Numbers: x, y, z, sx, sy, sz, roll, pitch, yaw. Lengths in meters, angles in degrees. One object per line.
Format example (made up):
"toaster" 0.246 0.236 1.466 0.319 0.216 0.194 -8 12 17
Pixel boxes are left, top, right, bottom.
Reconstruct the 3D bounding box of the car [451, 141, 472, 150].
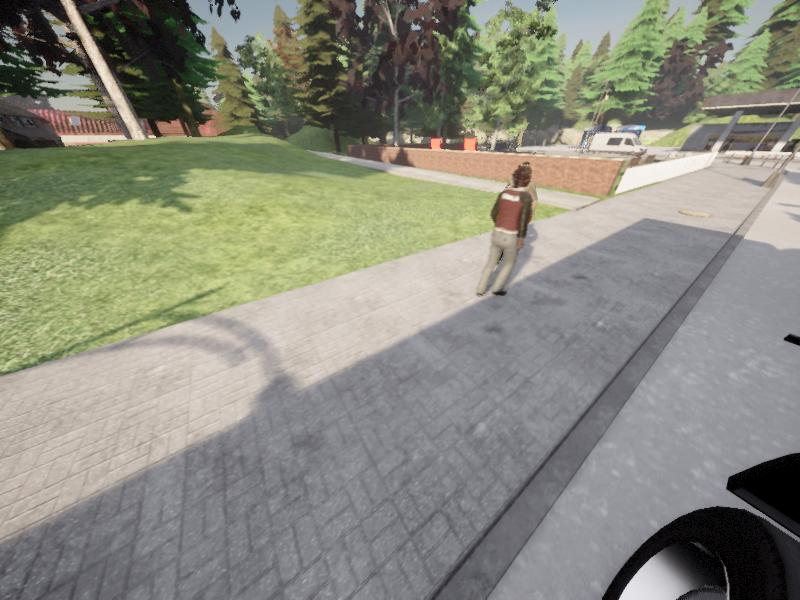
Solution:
"car" 13.580 -34.370 51.267 1.816 1.474 4.193 -21 40 -27

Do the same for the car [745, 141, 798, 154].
"car" 52.896 -21.792 32.980 1.845 1.501 3.633 -22 40 -27

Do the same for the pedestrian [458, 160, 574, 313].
"pedestrian" 1.505 -0.874 3.299 0.751 1.860 0.751 -22 41 -28

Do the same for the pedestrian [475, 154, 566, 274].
"pedestrian" 2.102 -1.553 4.258 0.751 1.860 0.751 -22 40 -27

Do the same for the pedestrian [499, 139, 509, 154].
"pedestrian" 15.838 -23.414 35.158 0.751 1.860 0.751 -22 40 -27

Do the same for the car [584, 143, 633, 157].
"car" 29.236 -21.253 32.582 1.812 1.442 4.674 -21 40 -27

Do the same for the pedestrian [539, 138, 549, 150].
"pedestrian" 27.064 -29.305 43.430 0.751 1.860 0.751 -26 43 -32

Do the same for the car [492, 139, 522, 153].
"car" 18.306 -26.533 39.758 1.905 1.878 3.866 -22 40 -27

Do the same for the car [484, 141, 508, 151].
"car" 18.685 -30.156 45.189 1.789 1.549 3.705 -22 41 -27

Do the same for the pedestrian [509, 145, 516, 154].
"pedestrian" 17.051 -22.888 35.063 0.500 1.100 0.500 -18 39 -23

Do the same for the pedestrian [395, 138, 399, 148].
"pedestrian" -0.715 -39.067 57.472 0.751 1.860 0.751 -21 40 -27

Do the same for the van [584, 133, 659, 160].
"van" 27.264 -19.271 28.835 1.988 2.561 5.915 -22 40 -27
